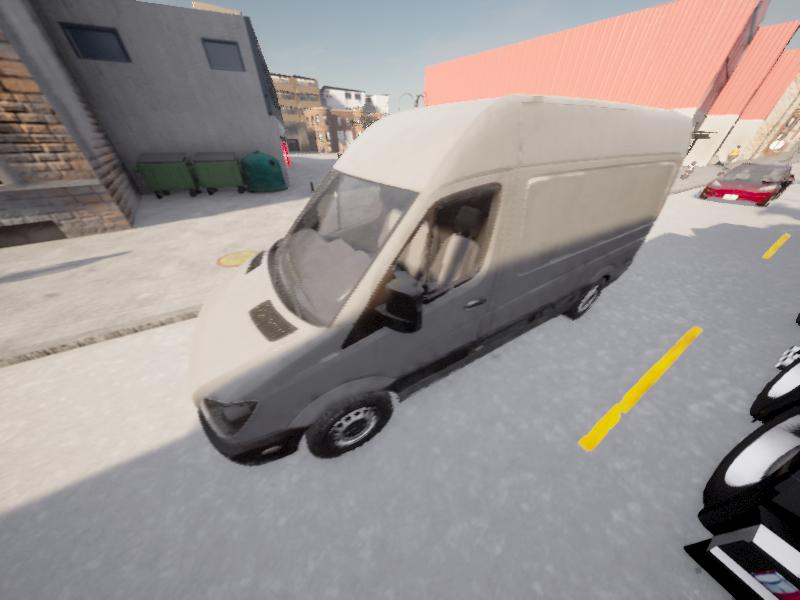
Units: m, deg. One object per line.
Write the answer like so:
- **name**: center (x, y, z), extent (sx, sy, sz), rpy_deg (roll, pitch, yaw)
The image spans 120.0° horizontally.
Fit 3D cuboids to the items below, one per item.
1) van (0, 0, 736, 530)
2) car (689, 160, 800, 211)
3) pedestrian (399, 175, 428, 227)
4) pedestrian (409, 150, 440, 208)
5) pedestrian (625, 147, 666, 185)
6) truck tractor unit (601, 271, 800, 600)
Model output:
- **van**: center (0.823, -0.747, 2.861), extent (5.915, 2.561, 1.988), rpy_deg (-18, 39, -25)
- **car**: center (16.062, -5.371, 10.555), extent (4.792, 1.488, 2.163), rpy_deg (-18, 39, -25)
- **pedestrian**: center (0.348, -2.948, 6.880), extent (0.751, 1.300, 0.751), rpy_deg (-1, 35, -2)
- **pedestrian**: center (0.906, -4.649, 8.920), extent (0.751, 1.860, 0.751), rpy_deg (-19, 39, -25)
- **pedestrian**: center (14.509, -7.943, 13.682), extent (0.751, 1.860, 0.751), rpy_deg (-17, 38, -23)
- **truck tractor unit**: center (5.122, -0.289, 0.765), extent (6.516, 4.208, 3.053), rpy_deg (-18, 39, -24)
